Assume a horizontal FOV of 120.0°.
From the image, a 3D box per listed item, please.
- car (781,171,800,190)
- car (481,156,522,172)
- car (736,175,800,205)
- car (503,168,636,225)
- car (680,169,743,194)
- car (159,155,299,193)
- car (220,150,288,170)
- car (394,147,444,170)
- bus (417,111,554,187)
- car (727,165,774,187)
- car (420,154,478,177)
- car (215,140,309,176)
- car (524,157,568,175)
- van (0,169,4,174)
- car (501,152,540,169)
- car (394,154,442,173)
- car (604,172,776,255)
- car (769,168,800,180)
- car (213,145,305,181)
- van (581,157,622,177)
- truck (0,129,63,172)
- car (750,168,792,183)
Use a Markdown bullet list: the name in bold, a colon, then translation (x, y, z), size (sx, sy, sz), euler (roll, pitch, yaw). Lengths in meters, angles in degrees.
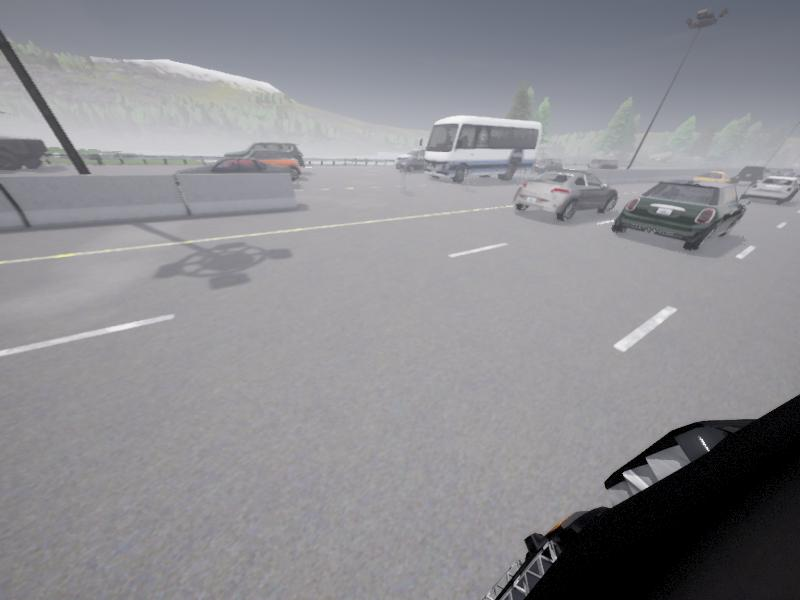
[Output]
- **car**: translation (43.643, -12.876, 24.907), size (3.988, 1.617, 1.851), euler (-16, 38, -26)
- **car**: translation (13.064, -17.455, 29.692), size (5.008, 1.535, 1.882), euler (-16, 38, -26)
- **car**: translation (25.668, -7.621, 15.862), size (3.806, 1.475, 1.970), euler (-16, 38, -26)
- **car**: translation (7.202, -4.585, 9.868), size (5.027, 1.651, 2.152), euler (-16, 38, -26)
- **car**: translation (26.489, -10.145, 19.617), size (5.366, 1.575, 1.801), euler (-16, 38, -26)
- **car**: translation (-8.481, -6.682, 12.120), size (5.357, 1.411, 2.033), euler (-16, 38, -26)
- **car**: translation (-12.590, -12.180, 20.177), size (4.718, 1.301, 1.895), euler (-16, 38, -26)
- **car**: translation (2.265, -16.784, 27.463), size (5.566, 2.045, 2.150), euler (-16, 38, -26)
- **bus**: translation (6.894, -12.231, 18.940), size (10.273, 4.253, 3.944), euler (-17, 39, -25)
- **car**: translation (39.804, -14.123, 26.253), size (3.866, 1.878, 1.905), euler (-16, 38, -26)
- **car**: translation (4.716, -12.832, 22.084), size (5.027, 1.651, 2.152), euler (-16, 38, -26)
- **car**: translation (-10.302, -10.899, 17.726), size (5.566, 2.045, 2.150), euler (-16, 38, -24)
- **car**: translation (18.254, -16.771, 28.907), size (4.611, 1.667, 2.242), euler (-16, 38, -26)
- **van**: translation (-23.932, -6.963, 10.868), size (4.480, 2.038, 2.069), euler (-16, 38, -26)
- **car**: translation (18.630, -21.517, 35.725), size (5.566, 2.045, 2.150), euler (-16, 38, -26)
- **car**: translation (1.822, -14.199, 24.018), size (4.514, 1.525, 2.007), euler (-16, 38, -26)
- **car**: translation (9.421, -3.055, 7.569), size (4.553, 1.767, 2.097), euler (-16, 38, -26)
- **car**: translation (66.409, -21.765, 39.830), size (4.856, 1.649, 2.033), euler (-16, 38, -26)
- **car**: translation (-9.004, -8.936, 15.109), size (4.553, 1.767, 2.097), euler (-16, 38, -26)
- **van**: translation (25.289, -16.689, 29.000), size (4.442, 1.987, 1.775), euler (-16, 38, -26)
- **truck**: translation (-25.624, -8.738, 13.363), size (6.274, 2.098, 2.390), euler (-16, 38, -26)
- **car**: translation (53.026, -17.876, 33.023), size (4.611, 1.667, 2.242), euler (-16, 38, -26)
